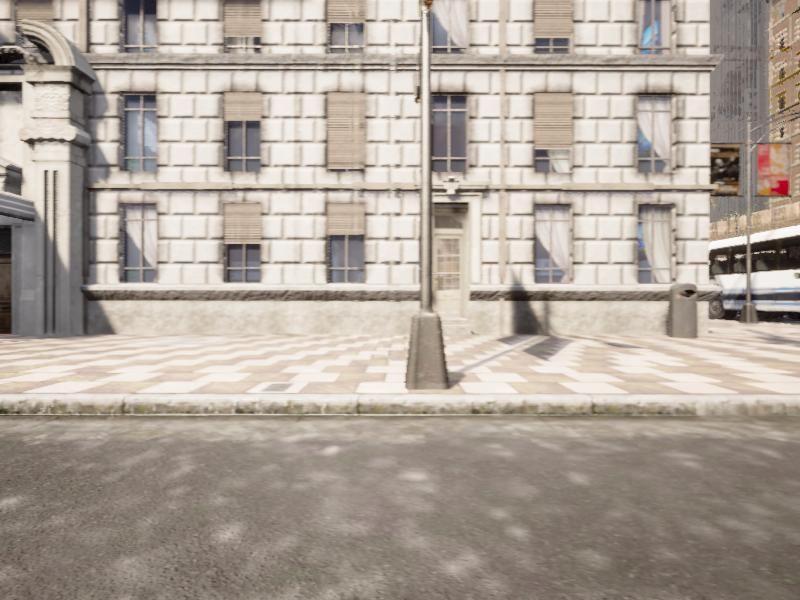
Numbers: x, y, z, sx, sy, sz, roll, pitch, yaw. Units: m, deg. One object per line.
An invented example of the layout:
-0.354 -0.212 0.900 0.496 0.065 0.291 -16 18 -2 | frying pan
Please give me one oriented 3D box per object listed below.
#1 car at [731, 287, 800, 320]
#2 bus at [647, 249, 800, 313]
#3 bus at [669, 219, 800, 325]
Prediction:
21.335 0.186 22.126 2.242 1.667 4.611 0 0 0 | car
24.705 -1.112 31.630 3.944 4.253 10.273 0 -1 0 | bus
17.972 -1.110 18.591 3.944 4.253 10.273 0 0 0 | bus
